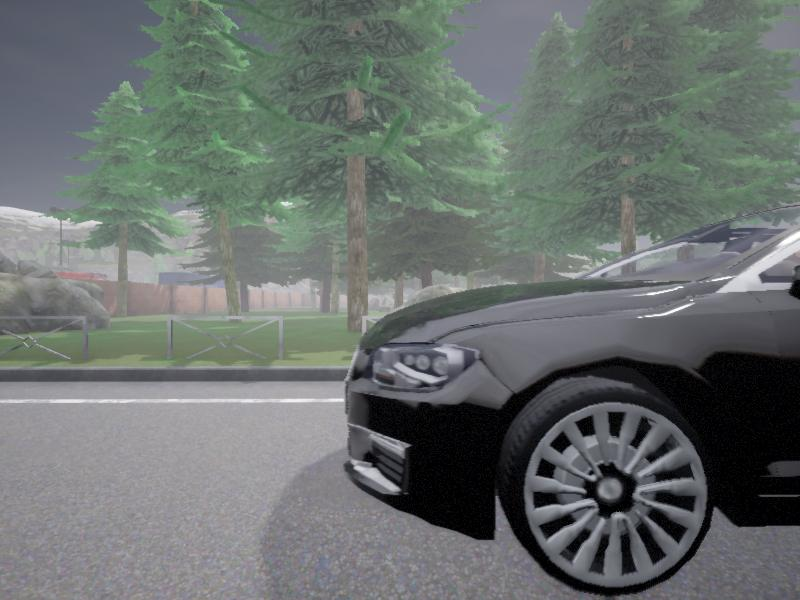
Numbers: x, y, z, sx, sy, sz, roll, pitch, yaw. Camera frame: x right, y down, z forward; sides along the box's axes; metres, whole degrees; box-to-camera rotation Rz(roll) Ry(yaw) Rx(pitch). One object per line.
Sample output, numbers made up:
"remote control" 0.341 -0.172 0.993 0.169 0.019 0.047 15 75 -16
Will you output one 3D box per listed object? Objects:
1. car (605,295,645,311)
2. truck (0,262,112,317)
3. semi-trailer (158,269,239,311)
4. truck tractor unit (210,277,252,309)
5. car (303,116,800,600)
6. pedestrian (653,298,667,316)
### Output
"car" 24.878 0.340 44.446 2.033 1.649 4.856 0 0 6
"truck" -27.213 -0.725 31.679 2.891 3.827 8.468 0 0 -1
"semi-trailer" -23.920 -1.023 48.905 2.717 4.402 14.254 0 0 0
"truck tractor unit" -23.810 -0.926 56.817 3.053 4.208 6.516 0 0 3
"car" 2.167 0.236 2.218 4.902 1.511 2.128 0 0 -1
"pedestrian" 15.928 0.432 24.486 0.500 1.100 0.500 0 0 -10
